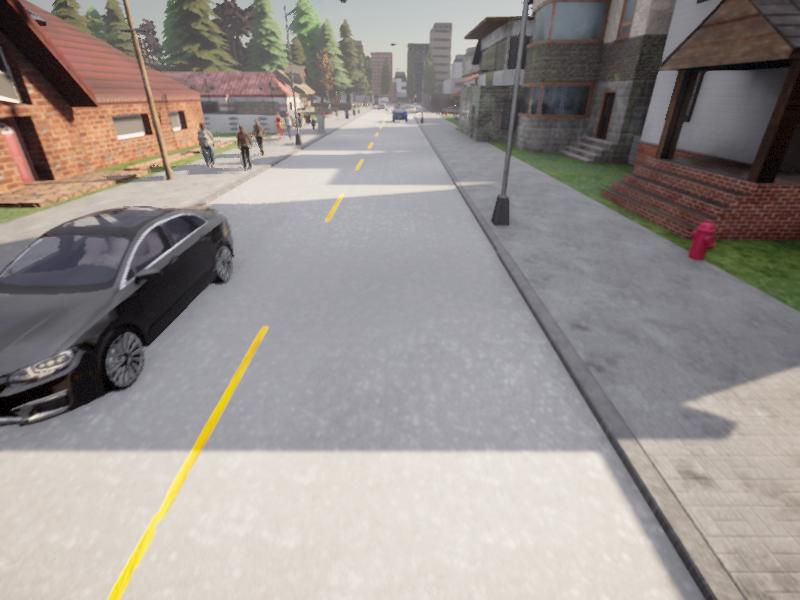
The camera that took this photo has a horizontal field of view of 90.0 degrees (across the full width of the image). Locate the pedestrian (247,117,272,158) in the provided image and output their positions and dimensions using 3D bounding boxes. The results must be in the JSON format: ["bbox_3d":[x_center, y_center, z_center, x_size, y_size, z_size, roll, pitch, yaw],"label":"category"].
[{"bbox_3d":[-7.159,-8.321,20.467,0.751,1.860,0.751,-1,27,-2],"label":"pedestrian"}]

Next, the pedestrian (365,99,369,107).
[{"bbox_3d":[-8.269,-49.567,100.770,0.751,1.860,0.751,-14,30,-25],"label":"pedestrian"}]

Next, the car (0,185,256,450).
[{"bbox_3d":[-4.000,-0.360,5.652,2.128,1.511,4.902,0,27,0],"label":"car"}]

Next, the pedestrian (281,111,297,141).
[{"bbox_3d":[-7.705,-12.116,27.852,0.751,1.860,0.751,-2,27,-5],"label":"pedestrian"}]

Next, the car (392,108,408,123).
[{"bbox_3d":[-0.013,-23.138,50.003,1.882,1.535,5.008,0,27,0],"label":"car"}]

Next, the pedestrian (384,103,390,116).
[{"bbox_3d":[-2.065,-29.774,62.504,0.751,1.860,0.751,9,28,16],"label":"pedestrian"}]

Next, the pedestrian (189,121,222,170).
[{"bbox_3d":[-8.277,-6.594,17.095,0.751,1.860,0.751,-2,27,-4],"label":"pedestrian"}]

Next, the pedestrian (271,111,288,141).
[{"bbox_3d":[-8.312,-11.988,27.598,0.751,1.860,0.751,-1,27,-2],"label":"pedestrian"}]

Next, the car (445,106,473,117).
[{"bbox_3d":[10.043,-32.330,68.548,4.514,1.525,2.007,0,27,0],"label":"car"}]

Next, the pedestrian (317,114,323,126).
[{"bbox_3d":[-8.339,-18.767,41.630,0.500,1.100,0.500,-2,27,-4],"label":"pedestrian"}]

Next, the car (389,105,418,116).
[{"bbox_3d":[0.570,-33.695,71.047,4.611,1.667,2.242,-13,30,-24],"label":"car"}]

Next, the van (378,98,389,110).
[{"bbox_3d":[-4.026,-47.482,96.872,2.351,2.431,6.366,0,27,0],"label":"van"}]

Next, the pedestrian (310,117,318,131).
[{"bbox_3d":[-7.593,-15.451,35.177,0.500,1.100,0.500,1,27,2],"label":"pedestrian"}]

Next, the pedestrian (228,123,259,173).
[{"bbox_3d":[-6.402,-6.261,16.460,0.751,1.860,0.751,-2,27,-5],"label":"pedestrian"}]

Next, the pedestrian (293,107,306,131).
[{"bbox_3d":[-8.929,-16.066,35.533,0.751,1.860,0.751,1,27,1],"label":"pedestrian"}]
